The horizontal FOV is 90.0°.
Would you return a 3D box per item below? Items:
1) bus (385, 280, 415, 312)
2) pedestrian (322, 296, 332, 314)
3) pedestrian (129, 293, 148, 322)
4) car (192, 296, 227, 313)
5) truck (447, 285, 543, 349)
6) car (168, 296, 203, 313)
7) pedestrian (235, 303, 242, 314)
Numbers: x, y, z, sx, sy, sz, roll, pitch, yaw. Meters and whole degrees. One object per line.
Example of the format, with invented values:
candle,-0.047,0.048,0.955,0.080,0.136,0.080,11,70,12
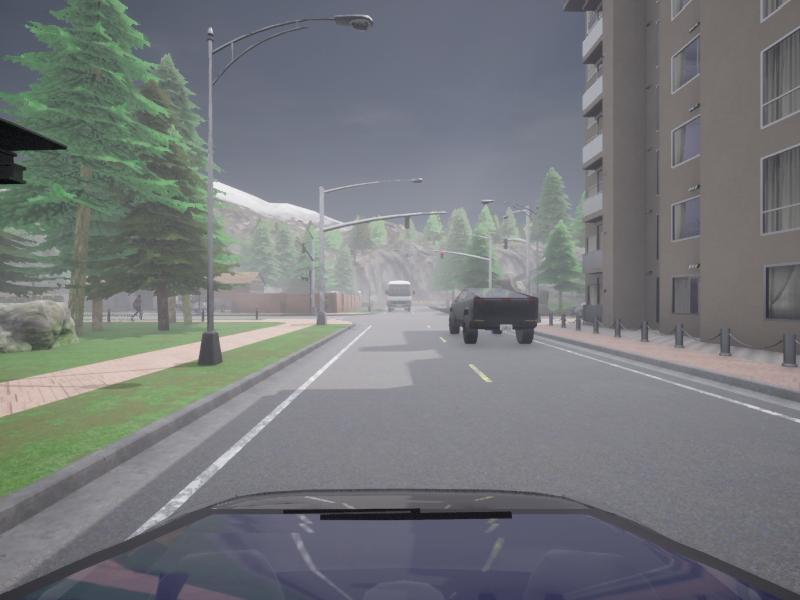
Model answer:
bus,0.035,-0.534,57.845,3.944,4.253,10.273,0,0,0
pedestrian,-7.596,0.477,41.625,0.751,1.860,0.751,0,0,-40
pedestrian,-17.112,0.471,26.187,0.751,1.860,0.751,0,0,0
car,-21.587,0.503,45.523,1.932,1.855,4.605,0,0,-1
truck,3.475,0.542,16.195,2.390,2.098,6.274,0,0,0
car,-24.091,0.505,45.073,1.905,1.878,3.866,0,0,-1
pedestrian,-16.749,0.856,41.448,0.500,1.100,0.500,0,0,-3
